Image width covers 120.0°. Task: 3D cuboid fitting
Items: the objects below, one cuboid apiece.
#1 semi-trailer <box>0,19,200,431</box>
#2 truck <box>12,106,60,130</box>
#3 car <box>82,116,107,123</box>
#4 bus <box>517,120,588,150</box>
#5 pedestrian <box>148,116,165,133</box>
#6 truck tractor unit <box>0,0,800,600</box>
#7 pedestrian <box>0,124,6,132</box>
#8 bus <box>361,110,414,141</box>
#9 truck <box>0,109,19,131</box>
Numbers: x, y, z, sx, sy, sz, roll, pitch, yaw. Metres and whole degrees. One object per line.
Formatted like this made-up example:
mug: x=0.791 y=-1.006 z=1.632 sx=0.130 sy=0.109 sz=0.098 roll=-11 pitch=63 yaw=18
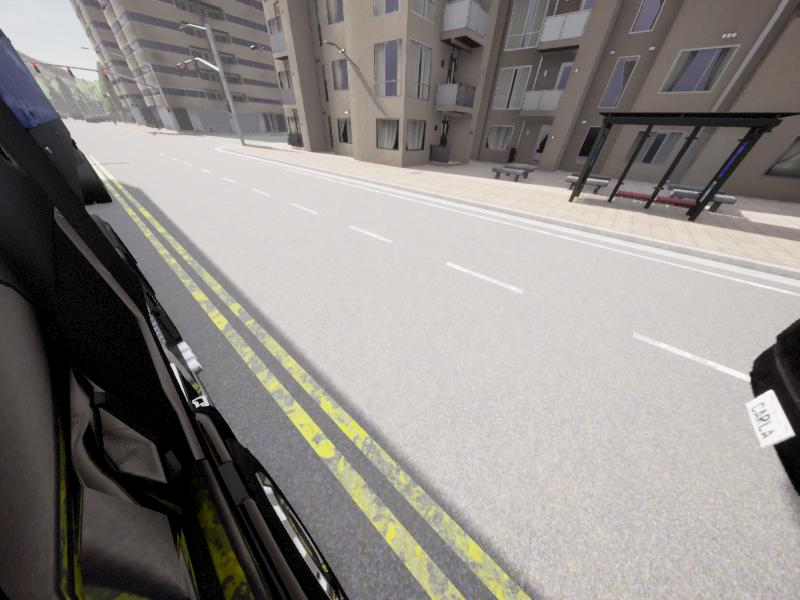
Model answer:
semi-trailer: x=-8.588 y=-3.680 z=4.329 sx=14.254 sy=4.402 sz=2.717 roll=29 pitch=44 yaw=31
truck: x=-51.176 y=-25.648 z=32.600 sx=5.204 sy=2.467 sz=2.627 roll=28 pitch=44 yaw=30
car: x=-79.052 y=-46.777 z=59.908 sx=1.812 sy=1.442 sz=4.674 roll=-11 pitch=39 yaw=-17
bus: x=29.474 y=-32.521 z=45.309 sx=10.273 sy=4.253 sz=3.944 roll=29 pitch=44 yaw=31
pedestrian: x=-35.879 y=-25.839 z=34.039 sx=0.751 sy=1.860 sz=0.751 roll=-1 pitch=37 yaw=-6
truck tractor unit: x=-2.645 y=-0.295 z=0.351 sx=6.516 sy=4.208 sz=3.053 roll=28 pitch=44 yaw=30
pedestrian: x=-45.170 y=-19.723 z=25.535 sx=0.751 sy=1.860 sz=0.751 roll=-27 pitch=46 yaw=-34
bus: x=-2.118 y=-33.021 z=44.068 sx=3.944 sy=4.253 sz=10.273 roll=28 pitch=43 yaw=30
truck: x=-51.206 y=-22.755 z=29.043 sx=6.274 sy=2.098 sz=2.390 roll=29 pitch=44 yaw=30
